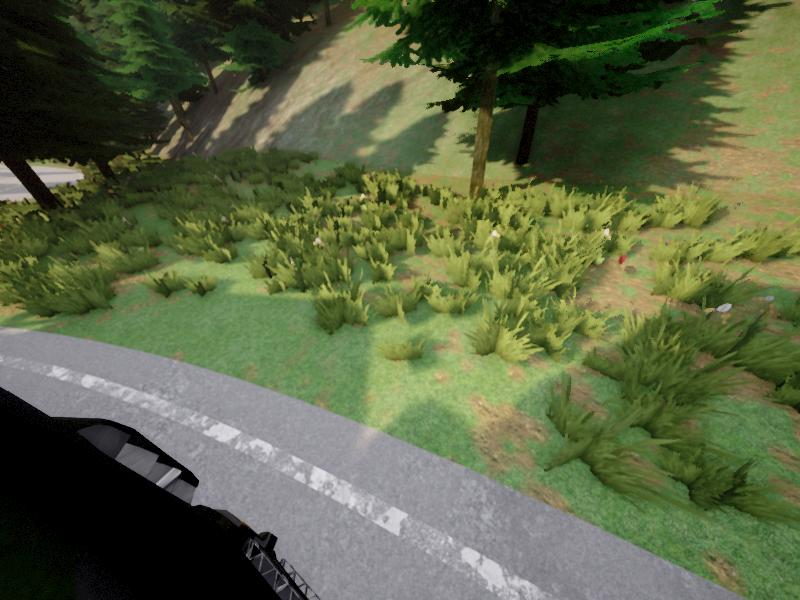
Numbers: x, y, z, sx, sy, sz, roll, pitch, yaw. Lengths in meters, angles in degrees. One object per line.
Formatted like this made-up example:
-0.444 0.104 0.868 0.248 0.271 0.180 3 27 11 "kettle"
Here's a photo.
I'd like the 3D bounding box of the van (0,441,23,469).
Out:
-6.784 0.765 1.026 6.366 2.431 2.351 4 34 11 "van"
